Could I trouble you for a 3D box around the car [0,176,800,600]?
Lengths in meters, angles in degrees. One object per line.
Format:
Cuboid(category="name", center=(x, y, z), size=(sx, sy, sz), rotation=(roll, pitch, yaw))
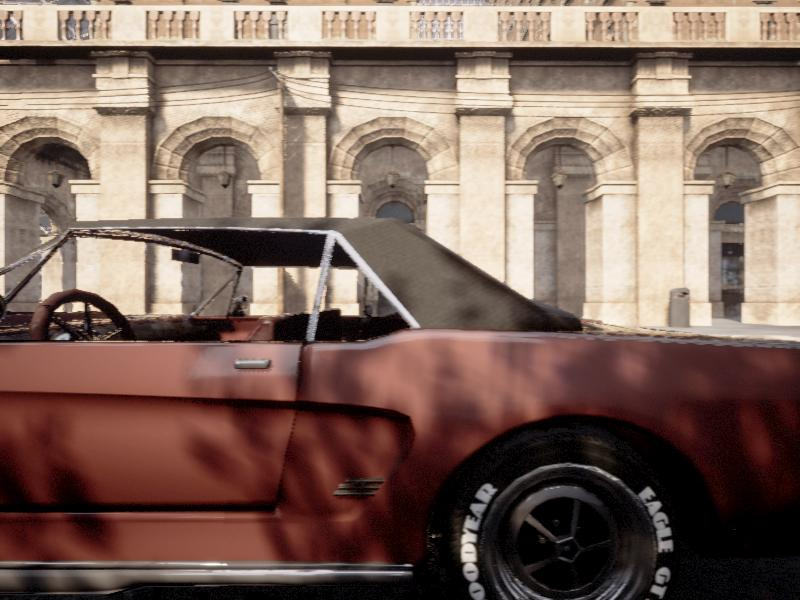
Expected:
Cuboid(category="car", center=(-0.915, 0.339, 1.953), size=(4.718, 1.301, 1.895), rotation=(0, 0, 0))
